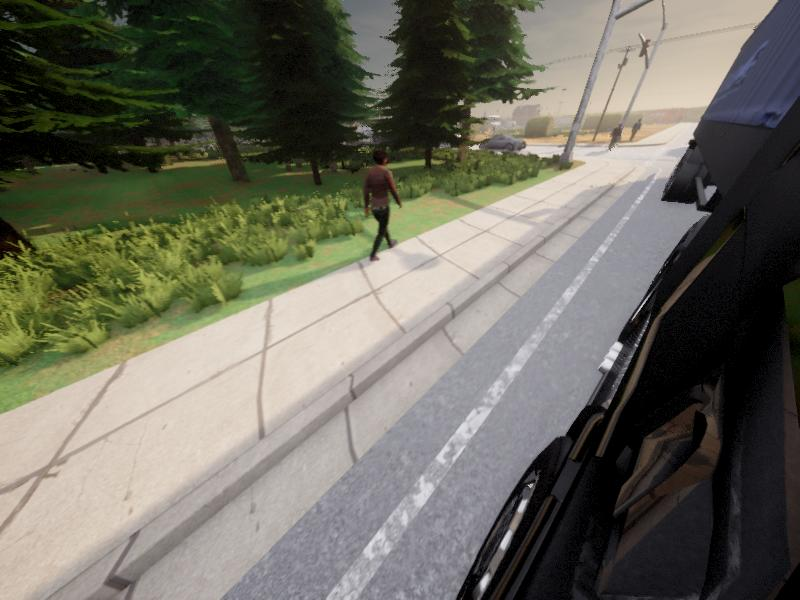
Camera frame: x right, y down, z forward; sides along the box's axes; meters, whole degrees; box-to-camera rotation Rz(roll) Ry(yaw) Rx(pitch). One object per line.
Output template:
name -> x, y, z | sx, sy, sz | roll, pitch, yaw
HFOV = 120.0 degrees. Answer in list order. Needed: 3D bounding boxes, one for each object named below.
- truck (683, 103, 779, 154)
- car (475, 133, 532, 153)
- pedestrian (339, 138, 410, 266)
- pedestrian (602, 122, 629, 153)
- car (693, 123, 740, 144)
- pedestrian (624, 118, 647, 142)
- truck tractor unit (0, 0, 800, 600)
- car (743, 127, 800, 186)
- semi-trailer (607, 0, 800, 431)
truck -> 22.571, -11.877, 16.099 | 5.204, 2.467, 2.627 | -31, 45, -34
car -> 9.512, -14.676, 21.558 | 1.994, 1.385, 4.181 | -31, 45, -32
pedestrian -> -0.349, -1.662, 4.034 | 0.751, 1.860, 0.751 | 18, 41, 25
pedestrian -> 16.520, -12.455, 17.717 | 0.751, 1.860, 0.751 | -30, 45, -32
car -> 28.873, -15.308, 21.179 | 4.181, 1.385, 1.994 | -31, 45, -33
pedestrian -> 22.731, -16.395, 22.304 | 0.751, 1.860, 0.751 | 15, 40, 22
truck tractor unit -> 2.645, -0.295, 0.351 | 6.516, 4.208, 3.053 | -28, 44, -30
car -> 16.081, -5.814, 9.193 | 4.902, 1.511, 2.128 | -30, 48, -32
semi-trailer -> 8.261, -3.872, 4.614 | 2.717, 4.402, 14.254 | 28, 47, 35
